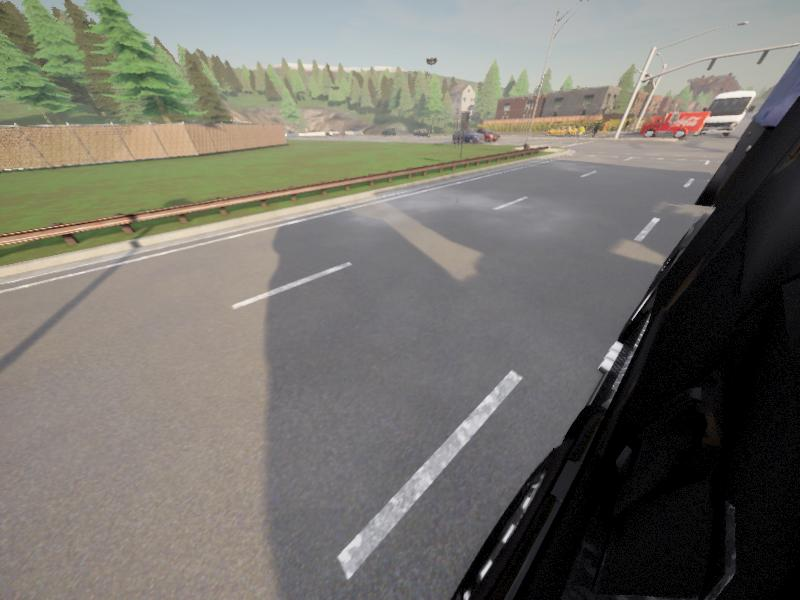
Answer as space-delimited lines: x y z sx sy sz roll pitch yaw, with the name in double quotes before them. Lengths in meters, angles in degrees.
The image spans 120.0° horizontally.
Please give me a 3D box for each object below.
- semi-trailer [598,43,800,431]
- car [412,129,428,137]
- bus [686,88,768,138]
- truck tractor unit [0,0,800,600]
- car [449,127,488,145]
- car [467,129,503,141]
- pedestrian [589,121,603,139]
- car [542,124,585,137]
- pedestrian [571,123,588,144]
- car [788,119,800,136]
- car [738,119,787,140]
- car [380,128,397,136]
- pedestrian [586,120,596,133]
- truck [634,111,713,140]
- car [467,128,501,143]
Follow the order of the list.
"semi-trailer" 8.694 -3.589 4.258 14.254 4.402 2.717 -28 44 -30
"car" 5.023 -42.684 59.136 1.970 1.475 3.806 -28 44 -30
"bus" 41.393 -23.559 29.284 10.273 4.253 3.944 -29 44 -29
"truck tractor unit" 2.645 -0.295 0.351 6.516 4.208 3.053 -28 44 -30
"car" 9.269 -22.393 31.538 2.097 1.767 4.553 -28 44 -30
"car" 13.327 -26.018 36.421 2.163 1.488 4.792 -28 44 -30
"pedestrian" 26.987 -23.386 31.805 0.751 1.860 0.751 -29 44 -31
"car" 26.562 -27.616 37.751 1.801 1.575 5.366 -28 44 -30
"pedestrian" 19.702 -18.267 25.364 0.751 1.860 0.751 -30 45 -32
"car" 45.385 -19.147 25.501 3.806 1.475 1.970 -28 44 -30
"car" 37.447 -17.685 23.953 4.902 1.511 2.128 -28 44 -30
"car" -3.716 -52.278 71.950 2.150 2.045 5.566 -28 44 -30
"pedestrian" 36.198 -32.929 43.796 0.751 1.860 0.751 -26 43 -28
"truck" 32.229 -20.693 27.459 2.627 2.467 5.204 -27 44 -29
"car" 12.043 -23.669 33.248 1.851 1.617 3.988 -28 44 -30
